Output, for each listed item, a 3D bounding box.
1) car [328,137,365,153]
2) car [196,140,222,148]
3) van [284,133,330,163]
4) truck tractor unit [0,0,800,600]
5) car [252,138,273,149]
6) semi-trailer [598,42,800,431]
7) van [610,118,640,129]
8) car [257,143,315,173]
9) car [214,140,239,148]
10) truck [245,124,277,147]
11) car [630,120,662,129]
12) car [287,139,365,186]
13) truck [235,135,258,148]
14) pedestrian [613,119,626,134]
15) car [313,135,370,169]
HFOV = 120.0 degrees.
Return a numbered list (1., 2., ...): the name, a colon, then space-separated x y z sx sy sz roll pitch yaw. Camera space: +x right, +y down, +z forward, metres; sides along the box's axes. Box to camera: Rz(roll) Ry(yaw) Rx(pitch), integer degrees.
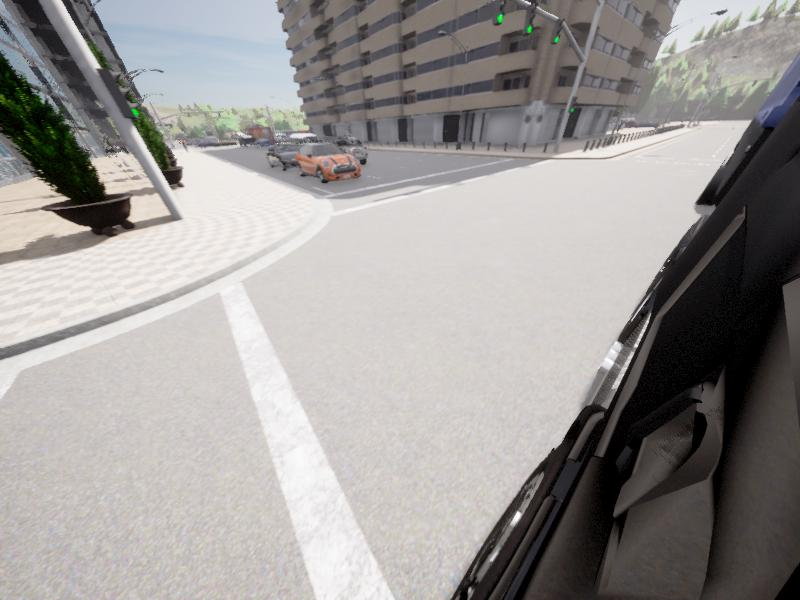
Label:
1. car: -6.567 -19.078 28.375 2.163 1.488 4.792 -28 43 -30
2. car: -47.723 -38.952 57.680 4.674 1.442 1.812 -28 44 -30
3. van: -8.769 -14.273 21.596 2.069 2.038 4.480 -28 43 -30
4. truck tractor unit: 2.645 -0.295 0.351 6.516 4.208 3.053 -28 44 -30
5. car: -25.203 -28.681 42.352 1.882 1.535 5.008 -28 44 -30
6. semi-trailer: 8.696 -3.594 4.248 14.254 4.402 2.717 -28 44 -30
7. van: 55.505 -43.606 57.087 2.069 2.038 4.480 -28 44 -30
8. car: -8.545 -10.640 17.153 2.128 1.511 4.902 -28 43 -30
9. car: -42.887 -38.745 57.223 4.718 1.301 1.895 -28 44 -30
10. truck: -31.284 -36.938 51.886 2.891 3.827 8.468 -29 44 -31
11. car: 55.851 -39.846 52.522 1.812 1.442 4.674 -27 43 -29
12. car: -4.121 -7.683 12.678 2.097 1.767 4.553 -27 43 -29
13. truck: -33.093 -34.265 49.855 2.390 2.098 6.274 -28 44 -30
14. pedestrian: 34.414 -27.228 36.264 0.751 1.860 0.751 27 46 33
15. car: -4.429 -11.215 17.364 1.932 1.855 4.605 -28 43 -30
